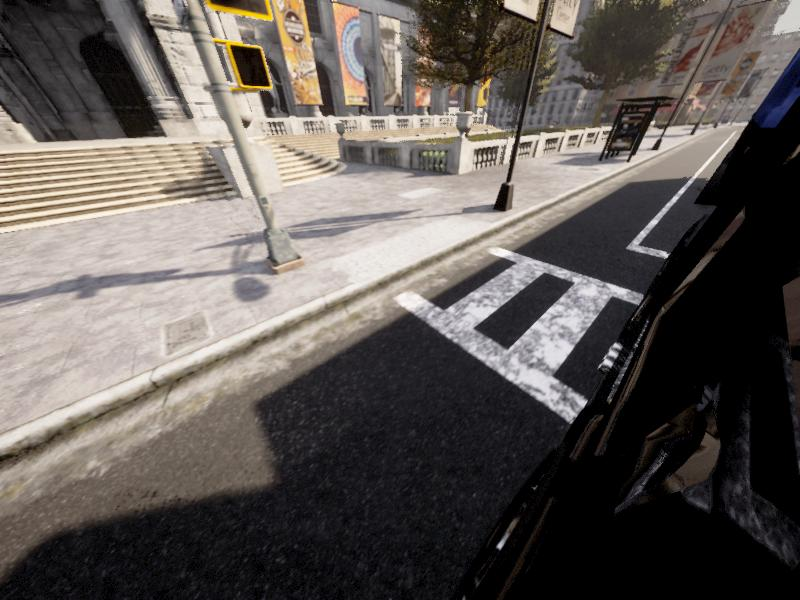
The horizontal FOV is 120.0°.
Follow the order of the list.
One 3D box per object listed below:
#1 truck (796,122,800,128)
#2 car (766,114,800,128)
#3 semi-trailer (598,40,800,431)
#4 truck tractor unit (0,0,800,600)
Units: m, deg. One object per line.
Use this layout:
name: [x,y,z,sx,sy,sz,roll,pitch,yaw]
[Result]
truck: [59.347,-25.629,32.081,5.204,2.467,2.627,-17,39,-18]
car: [58.979,-27.366,35.327,3.806,1.475,1.970,-17,39,-18]
semi-trailer: [8.678,-3.618,4.250,14.254,4.402,2.717,-28,44,-30]
truck tractor unit: [2.645,-0.295,0.351,6.516,4.208,3.053,-28,44,-30]
